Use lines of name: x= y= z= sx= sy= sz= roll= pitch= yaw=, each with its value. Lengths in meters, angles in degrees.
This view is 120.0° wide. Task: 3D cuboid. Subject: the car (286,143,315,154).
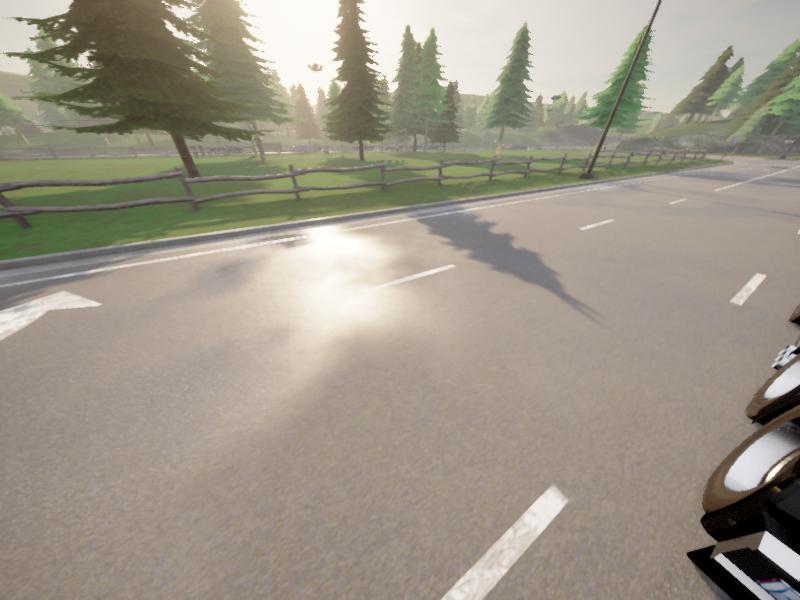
car: x=-19.135 y=-29.254 z=44.552 sx=4.514 sy=1.525 sz=2.007 roll=-18 pitch=39 yaw=-24

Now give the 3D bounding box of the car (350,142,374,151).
car: x=-9.070 y=-37.163 z=55.906 sx=5.238 sy=1.638 sz=1.930 roll=-18 pitch=39 yaw=-24

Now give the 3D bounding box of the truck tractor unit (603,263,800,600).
truck tractor unit: x=5.108 y=-0.303 z=0.789 sx=6.516 sy=4.208 sz=3.053 roll=-18 pitch=39 yaw=-24
